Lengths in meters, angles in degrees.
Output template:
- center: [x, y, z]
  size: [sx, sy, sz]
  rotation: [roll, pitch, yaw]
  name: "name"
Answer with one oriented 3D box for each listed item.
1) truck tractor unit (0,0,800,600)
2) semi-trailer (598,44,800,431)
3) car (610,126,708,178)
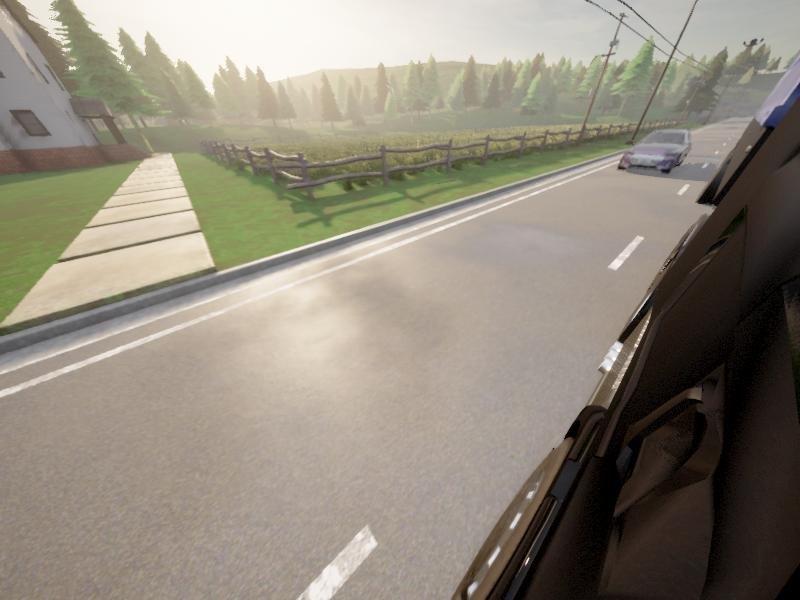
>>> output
- center: [2.645, -0.295, 0.351]
  size: [6.516, 4.208, 3.053]
  rotation: [-28, 44, -30]
  name: "truck tractor unit"
- center: [8.692, -3.608, 4.236]
  size: [14.254, 4.402, 2.717]
  rotation: [-28, 44, -30]
  name: "semi-trailer"
- center: [12.627, -7.315, 11.235]
  size: [4.856, 1.649, 2.033]
  rotation: [-28, 44, -30]
  name: "car"
